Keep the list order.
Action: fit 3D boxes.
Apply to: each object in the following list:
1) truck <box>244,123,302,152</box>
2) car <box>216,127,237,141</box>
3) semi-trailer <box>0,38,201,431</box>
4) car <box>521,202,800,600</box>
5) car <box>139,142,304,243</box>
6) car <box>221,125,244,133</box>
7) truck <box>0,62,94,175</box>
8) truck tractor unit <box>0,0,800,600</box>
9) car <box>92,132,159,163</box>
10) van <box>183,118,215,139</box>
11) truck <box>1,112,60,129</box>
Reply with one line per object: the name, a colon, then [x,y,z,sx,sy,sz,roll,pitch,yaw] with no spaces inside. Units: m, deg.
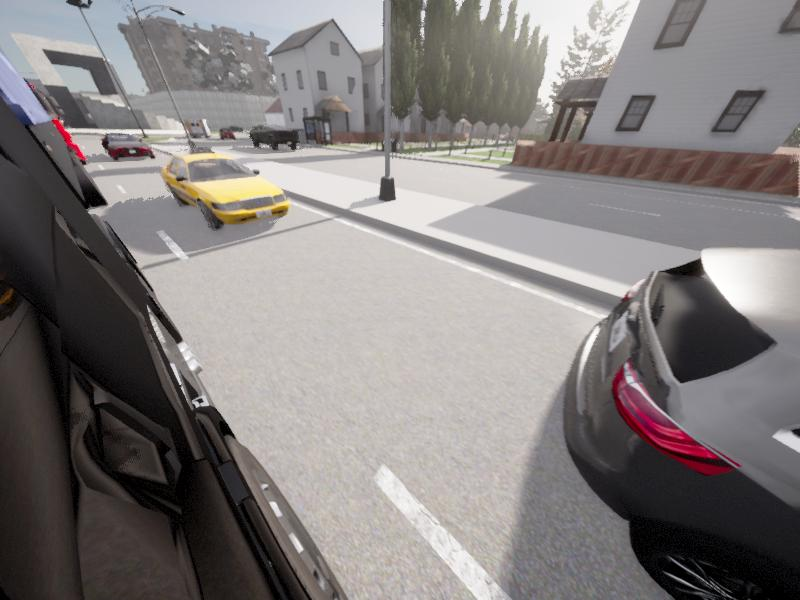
truck: [-13.103,-16.807,23.832,6.274,2.098,2.390,28,44,31]
car: [-26.093,-24.980,34.734,1.816,1.474,4.193,-22,43,-28]
semi-trailer: [-8.679,-3.588,4.291,14.254,4.402,2.717,28,44,30]
car: [3.411,1.183,0.760,4.611,1.667,2.242,28,44,30]
car: [-5.190,-3.362,6.543,5.366,1.575,1.801,28,44,31]
car: [-45.413,-46.459,62.754,4.674,1.442,1.812,-15,40,-22]
truck: [-19.914,-9.372,12.036,8.468,3.827,2.891,28,44,30]
truck tractor unit: [-2.645,-0.295,0.351,6.516,4.208,3.053,28,44,30]
car: [-18.006,-10.090,15.158,4.181,1.385,1.994,28,44,30]
van: [-32.076,-27.528,37.076,2.351,2.431,6.366,-15,40,-22]
truck: [-73.573,-35.809,46.176,2.627,2.467,5.204,3,37,2]
